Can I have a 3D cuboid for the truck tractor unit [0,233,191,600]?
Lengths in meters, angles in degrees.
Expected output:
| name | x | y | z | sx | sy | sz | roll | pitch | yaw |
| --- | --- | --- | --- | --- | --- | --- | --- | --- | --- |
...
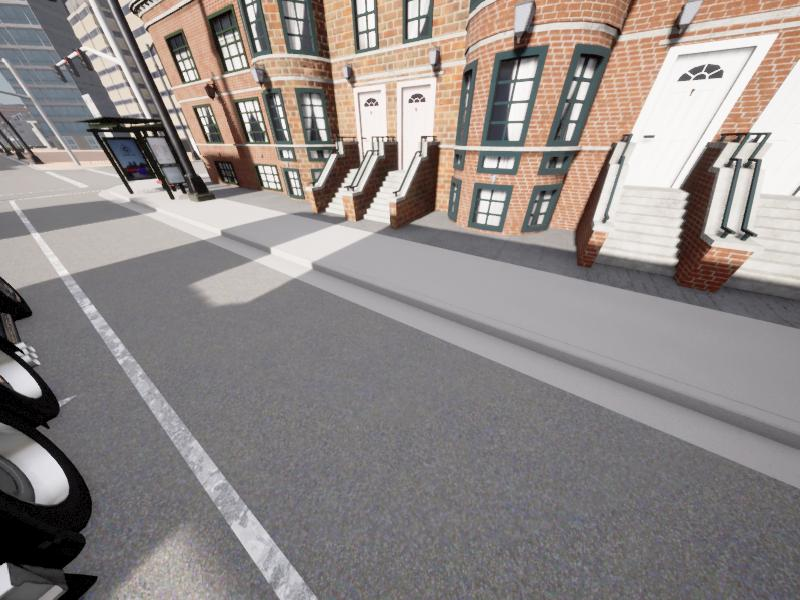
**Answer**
| name | x | y | z | sx | sy | sz | roll | pitch | yaw |
| --- | --- | --- | --- | --- | --- | --- | --- | --- | --- |
| truck tractor unit | -5.057 | -0.352 | 0.851 | 6.516 | 4.208 | 3.053 | 21 | 40 | 27 |
